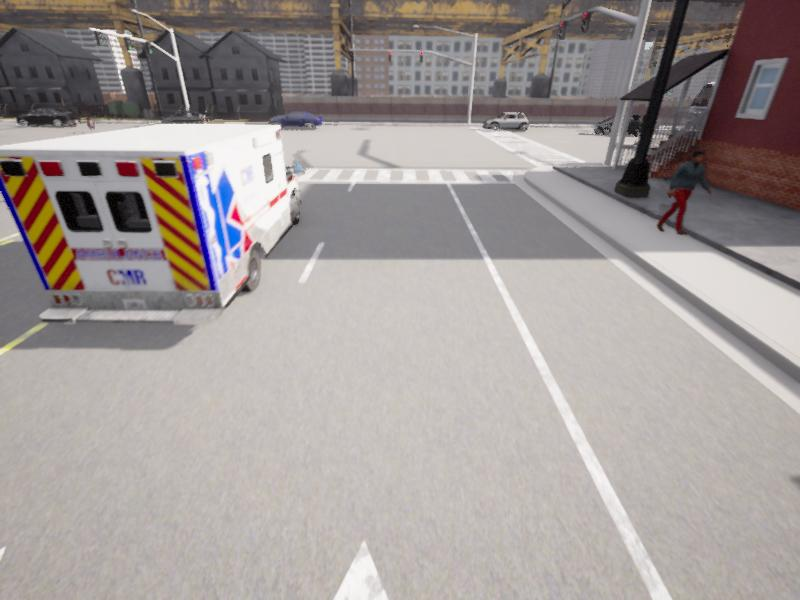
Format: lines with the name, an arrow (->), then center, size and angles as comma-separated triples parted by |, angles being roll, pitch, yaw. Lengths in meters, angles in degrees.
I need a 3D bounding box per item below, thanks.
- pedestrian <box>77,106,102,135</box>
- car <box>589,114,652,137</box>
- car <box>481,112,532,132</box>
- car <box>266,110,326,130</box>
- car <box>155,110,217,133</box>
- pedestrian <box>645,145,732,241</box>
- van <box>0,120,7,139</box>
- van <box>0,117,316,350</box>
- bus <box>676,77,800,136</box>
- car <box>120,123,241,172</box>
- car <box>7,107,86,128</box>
pedestrian -> -22.798, -13.198, 29.397 | 0.751, 1.860, 0.751 | -5, 28, -11
car -> 17.545, -13.984, 31.997 | 3.705, 1.549, 1.789 | 0, 28, 0
car -> 9.302, -15.635, 35.112 | 3.806, 1.475, 1.970 | 0, 28, 0
car -> -9.078, -15.772, 35.085 | 4.674, 1.442, 1.812 | 1, 28, 0
car -> -17.003, -14.273, 31.948 | 3.705, 1.549, 1.789 | 1, 28, 0
pedestrian -> 6.170, -2.314, 8.676 | 0.751, 1.860, 0.751 | -3, 28, -6
van -> -29.829, -11.559, 25.565 | 6.366, 2.431, 2.351 | 1, 28, 0
van -> -3.469, -1.907, 7.494 | 2.351, 2.431, 6.366 | 0, 28, 0
bus -> 30.764, -16.628, 34.392 | 10.273, 4.253, 3.944 | 0, 28, 0
car -> -9.698, -7.091, 18.302 | 1.882, 1.535, 5.008 | 6, 28, 11
car -> -30.851, -15.978, 35.045 | 4.892, 1.490, 1.837 | 1, 28, 0
